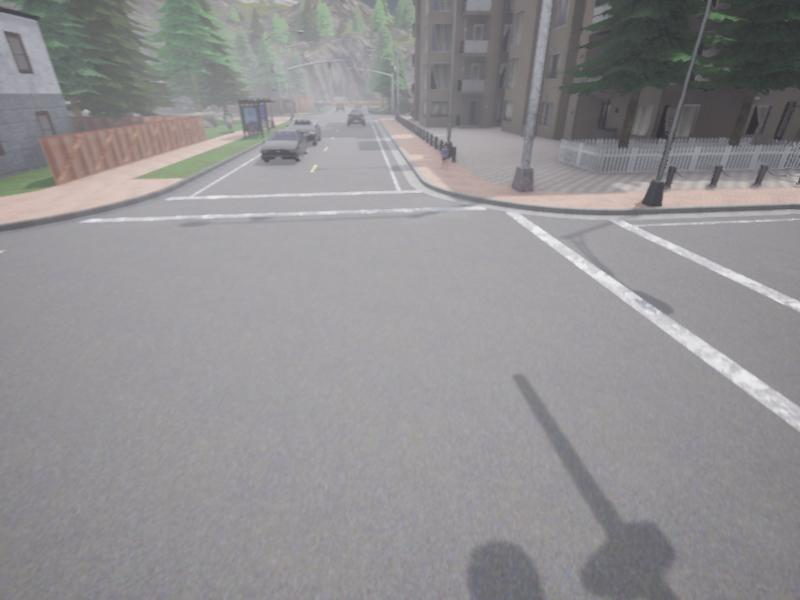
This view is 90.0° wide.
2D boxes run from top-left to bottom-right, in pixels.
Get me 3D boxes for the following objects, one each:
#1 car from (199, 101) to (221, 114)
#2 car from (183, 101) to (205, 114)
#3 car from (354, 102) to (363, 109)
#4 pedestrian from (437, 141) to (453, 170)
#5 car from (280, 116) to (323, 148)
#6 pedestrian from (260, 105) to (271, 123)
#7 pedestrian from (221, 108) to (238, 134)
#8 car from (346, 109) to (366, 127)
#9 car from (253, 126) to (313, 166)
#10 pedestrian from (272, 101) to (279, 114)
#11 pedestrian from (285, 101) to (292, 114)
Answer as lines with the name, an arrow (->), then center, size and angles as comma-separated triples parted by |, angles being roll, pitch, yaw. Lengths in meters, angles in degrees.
car -> -32.350, -32.821, 68.199 | 1.932, 1.855, 4.605 | -3, 27, -6
car -> -34.805, -32.511, 67.609 | 1.905, 1.878, 3.866 | -3, 27, -6
car -> -10.064, -47.085, 96.686 | 2.128, 1.511, 4.902 | -2, 27, -4
pedestrian -> 1.901, -6.123, 16.946 | 0.500, 1.100, 0.500 | -5, 28, -9
car -> -6.688, -11.747, 27.729 | 2.152, 1.651, 5.027 | -2, 27, -4
pedestrian -> -15.114, -20.935, 44.983 | 0.751, 1.860, 0.751 | -4, 27, -7
pedestrian -> -13.927, -14.607, 32.669 | 0.751, 1.860, 0.751 | 0, 27, 0
car -> -4.765, -19.891, 43.668 | 2.038, 1.542, 4.974 | -2, 27, -4
car -> -6.045, -8.336, 21.341 | 2.033, 1.411, 5.357 | -2, 27, -4
pedestrian -> -20.654, -31.898, 66.310 | 0.751, 1.860, 0.751 | -4, 27, -7
pedestrian -> -18.395, -31.741, 66.000 | 0.751, 1.860, 0.751 | -24, 36, -38
